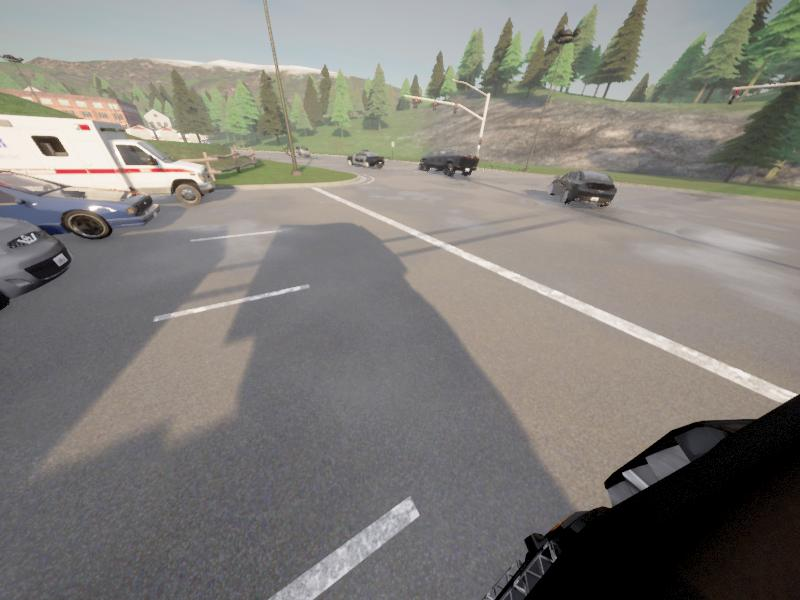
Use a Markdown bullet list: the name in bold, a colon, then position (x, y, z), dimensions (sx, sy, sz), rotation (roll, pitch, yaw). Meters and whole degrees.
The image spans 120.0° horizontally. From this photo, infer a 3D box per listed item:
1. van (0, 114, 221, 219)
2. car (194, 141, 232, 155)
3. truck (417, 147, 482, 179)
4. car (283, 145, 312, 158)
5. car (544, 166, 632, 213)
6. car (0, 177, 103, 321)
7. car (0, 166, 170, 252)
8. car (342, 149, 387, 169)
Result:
- **van**: position (-10.215, -4.383, 7.562), dimensions (6.366, 2.431, 2.351), rotation (-16, 38, -26)
- **car**: position (-27.749, -22.565, 34.328), dimensions (3.988, 1.617, 1.851), rotation (10, 34, 10)
- **truck**: position (4.407, -13.139, 22.031), dimensions (2.390, 2.098, 6.274), rotation (-13, 37, -25)
- **car**: position (-16.426, -23.813, 37.002), dimensions (3.988, 1.617, 1.851), rotation (18, 36, 21)
- **car**: position (9.598, -6.099, 12.383), dimensions (1.837, 1.490, 4.892), rotation (12, 35, 11)
- **car**: position (-6.981, -0.462, 2.721), dimensions (3.633, 1.501, 1.845), rotation (-16, 38, -26)
- **car**: position (-9.097, -2.038, 5.058), dimensions (5.357, 1.411, 2.033), rotation (-16, 38, -26)
- **car**: position (-3.997, -15.832, 25.883), dimensions (5.238, 1.638, 1.930), rotation (28, 41, 33)
